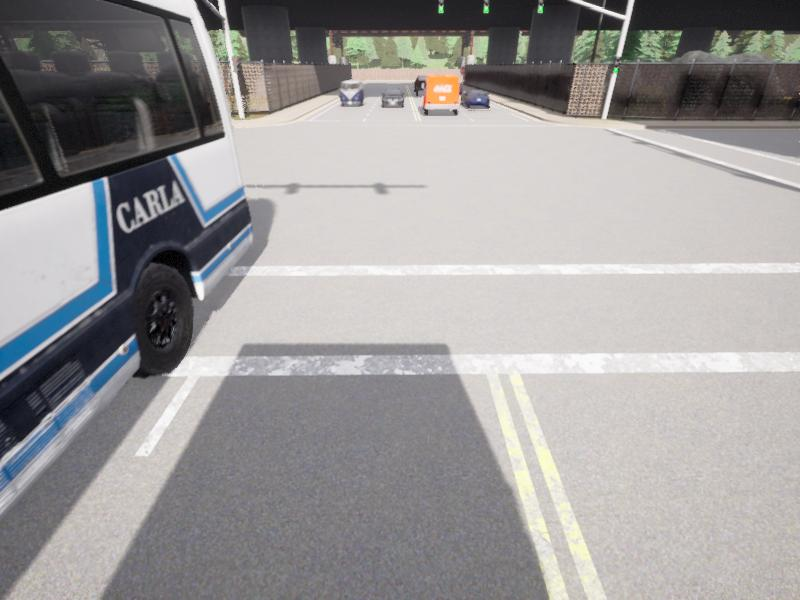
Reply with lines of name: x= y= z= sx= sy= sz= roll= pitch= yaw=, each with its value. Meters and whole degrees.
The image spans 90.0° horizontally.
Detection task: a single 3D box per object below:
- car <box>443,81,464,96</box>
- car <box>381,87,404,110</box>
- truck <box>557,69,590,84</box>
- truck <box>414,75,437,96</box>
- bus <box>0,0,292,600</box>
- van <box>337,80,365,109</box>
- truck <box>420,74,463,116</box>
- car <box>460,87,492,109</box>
car: x=6.461 y=-25.691 z=48.478 sx=1.970 sy=1.475 sz=3.806 roll=0 pitch=30 yaw=0
car: x=-0.579 y=-17.114 z=33.840 sx=1.812 sy=1.442 sz=4.674 roll=0 pitch=30 yaw=0
truck: x=34.377 y=-44.379 z=79.457 sx=5.204 sy=2.467 sz=2.627 roll=0 pitch=30 yaw=1
truck: x=2.960 y=-26.081 z=48.527 sx=2.390 sy=2.098 sz=6.274 roll=0 pitch=30 yaw=0
bus: x=-3.956 y=-0.010 z=1.835 sx=3.944 sy=4.253 sz=10.273 roll=0 pitch=29 yaw=0
van: x=-4.098 y=-17.647 z=34.214 sx=1.775 sy=1.987 sz=4.442 roll=0 pitch=30 yaw=0
truck: x=2.945 y=-15.298 z=29.733 sx=2.627 sy=2.467 sz=5.204 roll=0 pitch=31 yaw=0
car: x=6.449 y=-17.394 z=34.396 sx=1.994 sy=1.385 sz=4.181 roll=0 pitch=30 yaw=0
